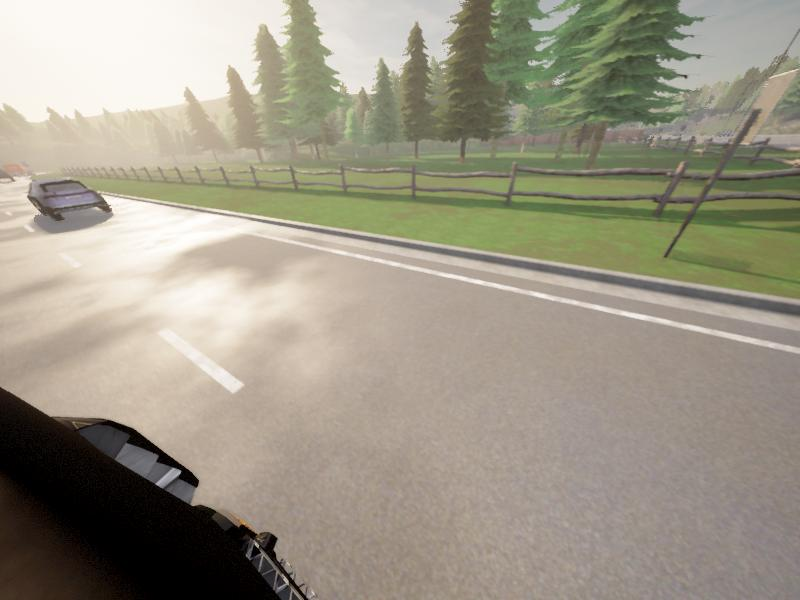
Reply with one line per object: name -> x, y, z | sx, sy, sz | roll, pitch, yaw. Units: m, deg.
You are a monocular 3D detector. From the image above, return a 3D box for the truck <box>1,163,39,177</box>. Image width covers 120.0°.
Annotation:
truck -> -90.546, -31.119, 55.193 | 2.627, 2.467, 5.204 | -24, 39, -28

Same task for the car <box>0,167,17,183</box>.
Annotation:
car -> -64.813, -20.184, 37.271 | 5.566, 2.045, 2.150 | 18, 39, 28

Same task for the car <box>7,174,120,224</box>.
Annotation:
car -> -16.521, -5.107, 11.356 | 4.856, 1.649, 2.033 | 16, 39, 26
